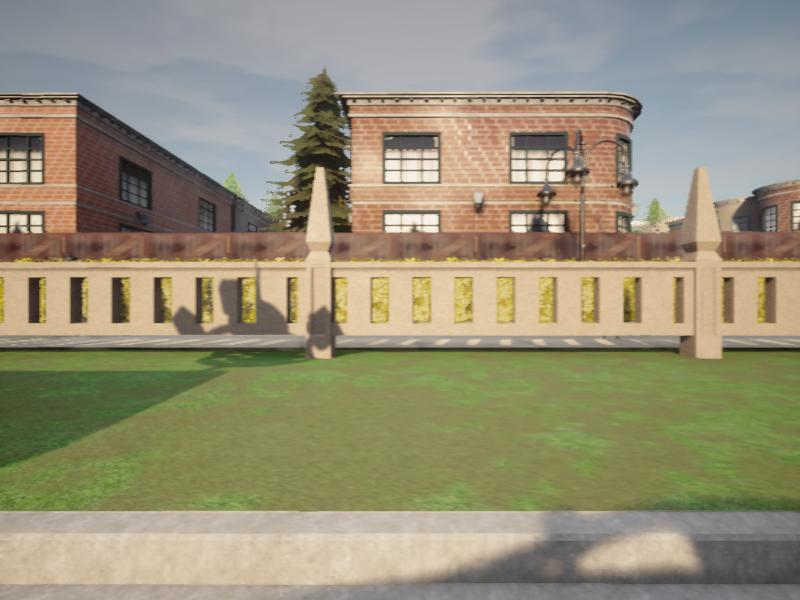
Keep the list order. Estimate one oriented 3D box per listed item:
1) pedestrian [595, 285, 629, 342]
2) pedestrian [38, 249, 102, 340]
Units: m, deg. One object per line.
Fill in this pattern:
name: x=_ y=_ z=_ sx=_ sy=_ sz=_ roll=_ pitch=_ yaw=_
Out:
pedestrian: x=4.215 y=0.264 z=7.978 sx=0.500 sy=1.100 sz=0.500 roll=0 pitch=0 yaw=15
pedestrian: x=-7.078 y=-0.114 z=8.618 sx=0.751 sy=1.860 sz=0.751 roll=0 pitch=0 yaw=0
